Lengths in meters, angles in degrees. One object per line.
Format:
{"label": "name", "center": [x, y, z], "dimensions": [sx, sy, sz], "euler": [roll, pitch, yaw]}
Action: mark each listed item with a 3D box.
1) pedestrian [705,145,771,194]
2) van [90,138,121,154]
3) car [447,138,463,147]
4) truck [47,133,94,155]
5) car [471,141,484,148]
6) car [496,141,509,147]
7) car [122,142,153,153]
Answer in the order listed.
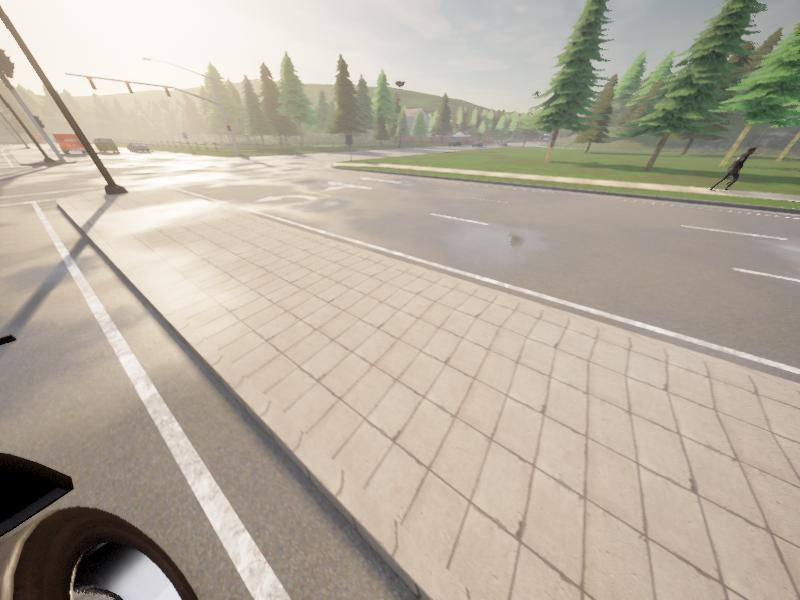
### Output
{"label": "pedestrian", "center": [15.362, -5.971, 10.580], "dimensions": [0.751, 1.860, 0.751], "euler": [22, 41, 28]}
{"label": "van", "center": [-46.607, -24.460, 36.541], "dimensions": [4.442, 1.987, 1.775], "euler": [22, 41, 28]}
{"label": "car", "center": [16.227, -46.426, 68.147], "dimensions": [2.150, 2.045, 5.566], "euler": [23, 41, 28]}
{"label": "truck", "center": [-48.037, -22.778, 33.728], "dimensions": [5.204, 2.467, 2.627], "euler": [22, 41, 28]}
{"label": "car", "center": [21.744, -43.700, 64.786], "dimensions": [1.837, 1.490, 4.892], "euler": [23, 41, 28]}
{"label": "car", "center": [31.820, -48.285, 71.421], "dimensions": [2.128, 1.511, 4.902], "euler": [23, 41, 28]}
{"label": "car", "center": [-44.015, -25.631, 38.727], "dimensions": [5.357, 1.411, 2.033], "euler": [22, 41, 28]}
